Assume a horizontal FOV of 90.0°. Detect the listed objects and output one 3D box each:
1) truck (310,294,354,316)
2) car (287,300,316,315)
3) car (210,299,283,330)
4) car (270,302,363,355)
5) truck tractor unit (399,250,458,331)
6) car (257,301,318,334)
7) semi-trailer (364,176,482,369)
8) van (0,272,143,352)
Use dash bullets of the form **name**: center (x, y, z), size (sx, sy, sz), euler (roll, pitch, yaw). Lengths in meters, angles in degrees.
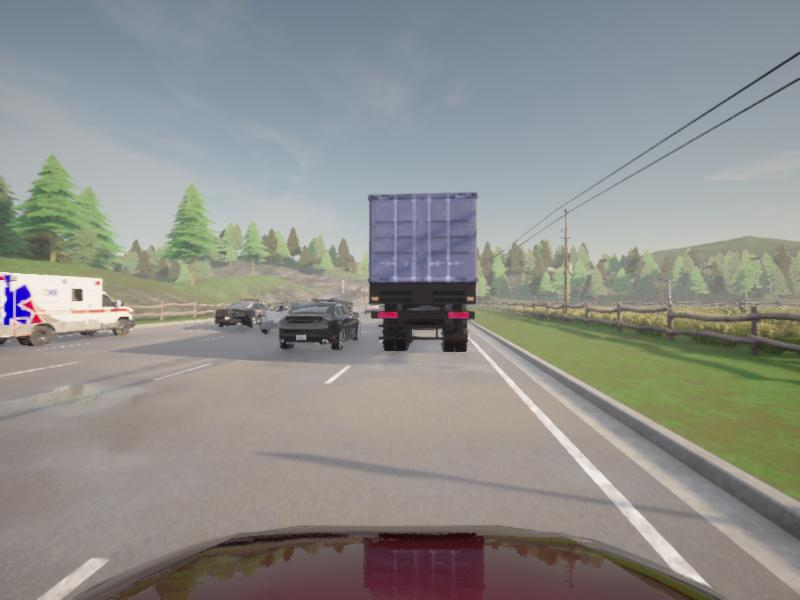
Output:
- **truck**: center (-6.906, 0.536, 41.518), size (2.390, 2.098, 6.274), euler (0, 0, 11)
- **car**: center (-10.647, 0.783, 43.389), size (1.851, 1.617, 3.988), euler (0, 0, 5)
- **car**: center (-8.823, 0.767, 23.560), size (1.930, 1.638, 5.238), euler (0, 0, 5)
- **car**: center (-2.621, 0.841, 13.860), size (1.837, 1.490, 4.892), euler (0, -1, 5)
- **truck tractor unit**: center (1.772, -0.522, 24.230), size (3.053, 4.208, 6.516), euler (0, 0, 5)
- **car**: center (-5.585, 0.825, 20.305), size (1.845, 1.501, 3.633), euler (0, 0, 5)
- **semi-trailer**: center (1.109, -0.618, 16.344), size (2.717, 4.402, 14.254), euler (0, 0, 5)
- **van**: center (-13.062, 0.374, 14.991), size (2.351, 2.431, 6.366), euler (0, 0, 5)
